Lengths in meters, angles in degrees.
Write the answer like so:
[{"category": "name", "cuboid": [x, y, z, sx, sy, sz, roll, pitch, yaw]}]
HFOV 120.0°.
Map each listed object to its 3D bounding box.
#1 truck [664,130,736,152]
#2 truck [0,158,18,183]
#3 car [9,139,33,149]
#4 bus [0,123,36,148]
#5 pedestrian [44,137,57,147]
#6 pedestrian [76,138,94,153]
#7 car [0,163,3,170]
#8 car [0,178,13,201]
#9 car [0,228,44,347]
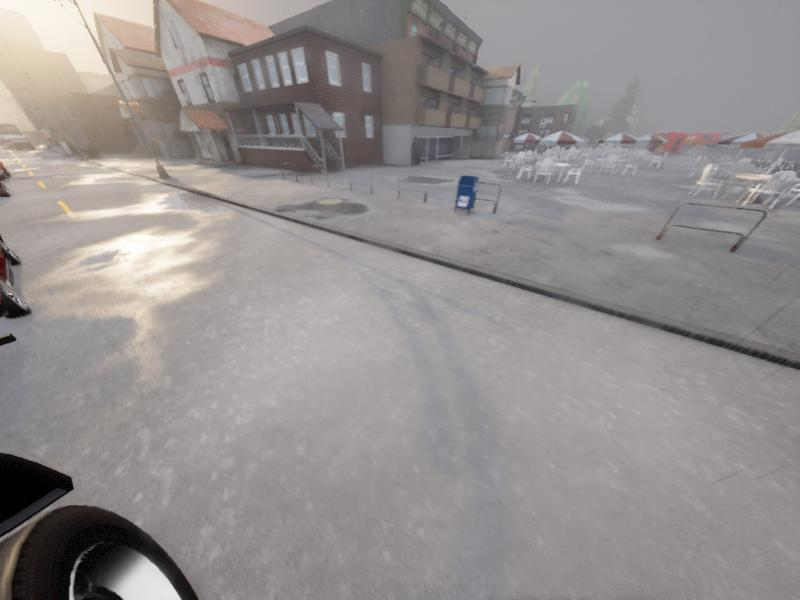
[{"category": "truck", "cuboid": [65.735, -35.230, 51.111, 8.468, 3.827, 2.891, 22, 41, 28]}, {"category": "truck", "cuboid": [-25.695, -8.356, 13.370, 5.204, 2.467, 2.627, 23, 41, 27]}, {"category": "car", "cuboid": [-76.928, -31.656, 46.829, 5.008, 1.535, 1.882, 22, 41, 28]}, {"category": "bus", "cuboid": [-86.061, -36.409, 51.131, 10.273, 4.253, 3.944, 22, 41, 28]}, {"category": "pedestrian", "cuboid": [-79.460, -36.065, 52.560, 0.751, 1.860, 0.751, 20, 40, 26]}, {"category": "pedestrian", "cuboid": [-45.967, -22.580, 33.714, 0.751, 1.860, 0.751, 22, 41, 28]}, {"category": "car", "cuboid": [-33.590, -11.321, 18.042, 3.866, 1.878, 1.905, 22, 41, 28]}, {"category": "car", "cuboid": [-18.846, -5.098, 9.794, 4.181, 1.385, 1.994, 22, 41, 28]}, {"category": "car", "cuboid": [-7.475, -0.433, 3.335, 4.718, 1.301, 1.895, 22, 41, 28]}]
